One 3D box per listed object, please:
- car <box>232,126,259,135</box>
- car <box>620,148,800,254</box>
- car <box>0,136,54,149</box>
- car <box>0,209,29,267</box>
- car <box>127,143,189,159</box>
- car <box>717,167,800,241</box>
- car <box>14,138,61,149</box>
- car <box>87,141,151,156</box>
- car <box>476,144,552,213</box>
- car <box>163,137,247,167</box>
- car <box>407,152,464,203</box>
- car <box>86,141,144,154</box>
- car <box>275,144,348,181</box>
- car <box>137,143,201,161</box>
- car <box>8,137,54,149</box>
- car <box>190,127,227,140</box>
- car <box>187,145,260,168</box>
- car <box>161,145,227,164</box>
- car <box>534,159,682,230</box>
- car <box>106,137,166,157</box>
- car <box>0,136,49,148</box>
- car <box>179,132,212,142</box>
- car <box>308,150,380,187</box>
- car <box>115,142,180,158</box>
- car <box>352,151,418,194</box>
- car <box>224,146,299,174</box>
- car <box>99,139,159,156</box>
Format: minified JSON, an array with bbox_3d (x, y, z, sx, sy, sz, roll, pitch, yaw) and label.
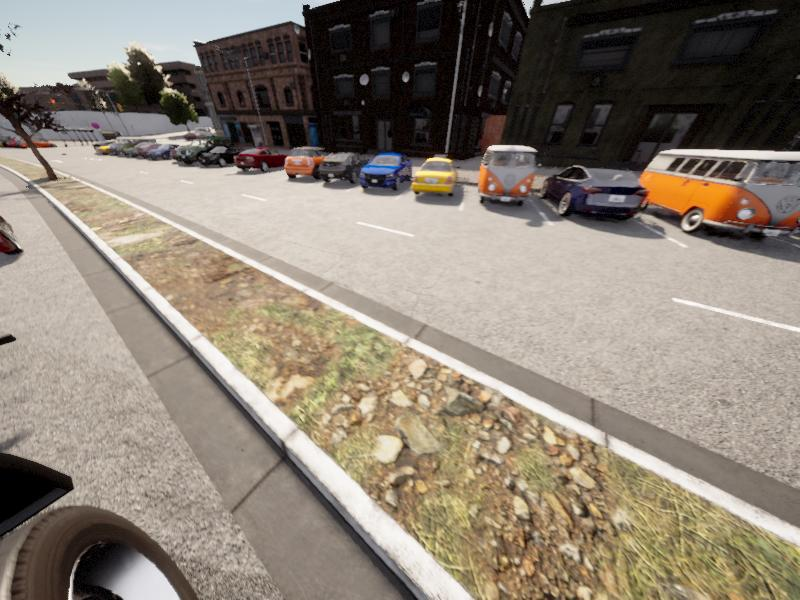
[{"bbox_3d":[-37.809,-41.544,56.698,4.892,1.521,2.231,3,41,3],"label":"car"},{"bbox_3d":[9.277,-3.260,6.844,1.878,1.987,4.442,10,36,12],"label":"car"},{"bbox_3d":[-80.399,-34.018,49.857,2.435,2.045,5.566,3,35,3],"label":"car"},{"bbox_3d":[-10.395,-1.630,4.933,4.181,1.385,1.994,22,40,27],"label":"car"},{"bbox_3d":[-28.430,-17.710,27.408,2.002,1.452,4.674,7,35,9],"label":"car"},{"bbox_3d":[11.758,-2.127,5.657,2.097,1.535,5.008,10,36,12],"label":"car"},{"bbox_3d":[-74.948,-32.419,47.876,2.185,1.767,4.553,3,35,4],"label":"car"},{"bbox_3d":[-38.870,-21.224,32.206,1.946,1.575,5.366,6,35,7],"label":"car"},{"bbox_3d":[4.353,-5.283,9.664,1.878,1.987,4.442,9,36,12],"label":"car"},{"bbox_3d":[-18.156,-14.212,22.047,2.435,2.045,5.566,8,35,9],"label":"car"},{"bbox_3d":[1.950,-6.275,11.439,1.946,1.575,5.366,9,35,12],"label":"car"},{"bbox_3d":[-41.337,-22.247,33.702,2.163,1.488,4.792,6,35,7],"label":"car"},{"bbox_3d":[-5.555,-9.261,15.377,2.185,1.767,4.553,8,35,11],"label":"car"},{"bbox_3d":[-25.843,-16.795,26.137,2.002,1.452,4.674,7,35,9],"label":"car"},{"bbox_3d":[-77.675,-33.205,48.782,1.878,1.987,4.442,3,35,3],"label":"car"},{"bbox_3d":[-41.552,-36.310,50.325,5.566,2.045,2.435,3,41,3],"label":"car"},{"bbox_3d":[-15.611,-13.071,20.893,2.097,1.535,5.008,8,35,10],"label":"car"},{"bbox_3d":[-20.716,-14.932,23.548,2.002,1.452,4.674,7,35,10],"label":"car"},{"bbox_3d":[6.845,-4.143,8.519,2.163,1.488,4.792,9,35,12],"label":"car"},{"bbox_3d":[-33.629,-19.674,29.676,1.878,1.987,4.442,7,35,8],"label":"car"},{"bbox_3d":[-83.140,-34.787,50.914,2.435,2.045,5.566,3,35,3],"label":"car"},{"bbox_3d":[-42.833,-34.281,48.446,4.674,1.452,2.002,3,41,3],"label":"car"},{"bbox_3d":[-3.056,-8.168,14.075,2.231,1.521,4.892,9,35,12],"label":"car"},{"bbox_3d":[-31.011,-18.655,28.655,2.231,1.521,4.892,7,35,8],"label":"car"},{"bbox_3d":[-0.559,-7.179,12.696,2.097,1.535,5.008,9,35,11],"label":"car"},{"bbox_3d":[-10.566,-11.135,18.200,2.097,1.535,5.008,8,35,11],"label":"car"},{"bbox_3d":[-36.213,-20.564,31.089,2.185,1.767,4.553,6,35,8],"label":"car"}]
